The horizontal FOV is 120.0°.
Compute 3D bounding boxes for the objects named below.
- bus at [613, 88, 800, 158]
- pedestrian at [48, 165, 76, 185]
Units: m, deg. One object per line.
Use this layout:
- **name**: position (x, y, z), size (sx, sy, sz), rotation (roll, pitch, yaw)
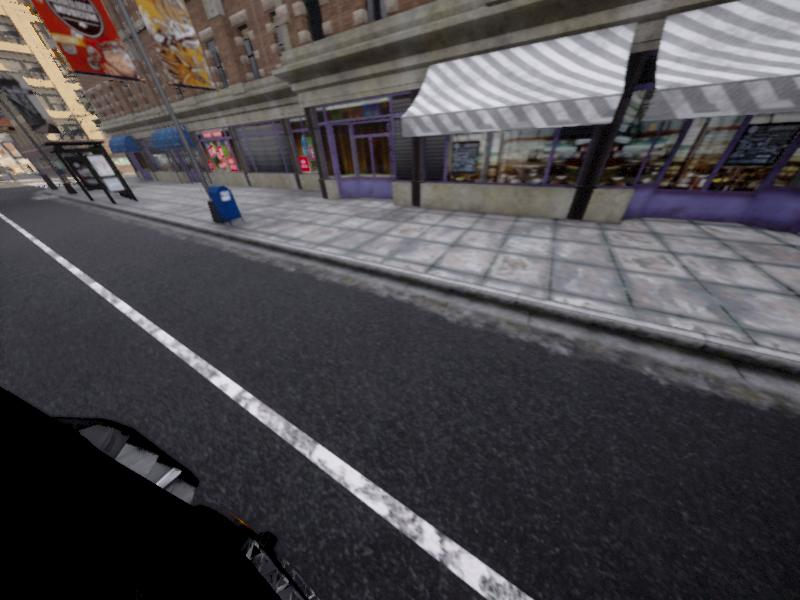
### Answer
- **bus**: position (27.534, -15.935, 21.393), size (10.273, 4.253, 3.944), rotation (16, 38, 26)
- **pedestrian**: position (-36.001, -13.319, 24.613), size (0.751, 1.860, 0.751), rotation (16, 38, 25)
